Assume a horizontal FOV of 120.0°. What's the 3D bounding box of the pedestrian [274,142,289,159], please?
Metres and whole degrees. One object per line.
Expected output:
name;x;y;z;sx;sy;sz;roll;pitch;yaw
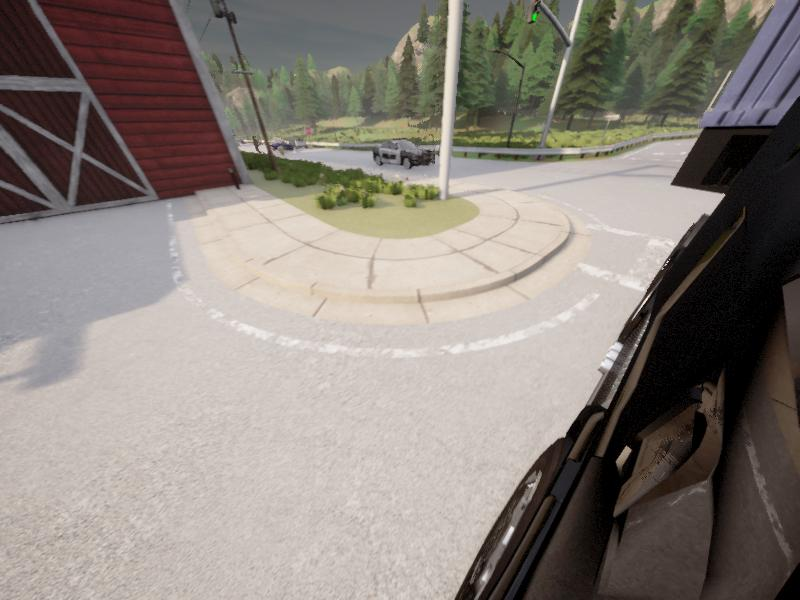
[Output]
pedestrian;-11.068;-13.959;21.582;0.751;1.300;0.751;-27;43;-29

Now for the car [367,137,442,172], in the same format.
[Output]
car;0.134;-9.984;15.629;1.930;1.638;5.238;-28;44;-30

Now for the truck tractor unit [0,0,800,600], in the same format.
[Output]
truck tractor unit;2.645;-0.295;0.351;6.516;4.208;3.053;-28;44;-30

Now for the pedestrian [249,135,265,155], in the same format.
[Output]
pedestrian;-16.596;-17.965;26.785;0.751;1.860;0.751;29;47;35

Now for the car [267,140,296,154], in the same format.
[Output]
car;-16.109;-20.849;31.369;1.895;1.301;4.718;-28;44;-30

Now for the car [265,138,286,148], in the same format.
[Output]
car;-22.578;-28.525;41.868;1.812;1.442;4.674;-28;44;-30

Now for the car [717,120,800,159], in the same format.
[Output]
car;22.186;-10.059;14.364;4.611;1.667;2.242;-29;44;-31

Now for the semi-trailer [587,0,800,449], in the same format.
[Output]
semi-trailer;10.031;-1.882;1.875;14.254;4.402;2.717;-7;36;-6

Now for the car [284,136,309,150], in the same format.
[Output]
car;-15.837;-24.027;35.335;1.851;1.617;3.988;-28;44;-30
